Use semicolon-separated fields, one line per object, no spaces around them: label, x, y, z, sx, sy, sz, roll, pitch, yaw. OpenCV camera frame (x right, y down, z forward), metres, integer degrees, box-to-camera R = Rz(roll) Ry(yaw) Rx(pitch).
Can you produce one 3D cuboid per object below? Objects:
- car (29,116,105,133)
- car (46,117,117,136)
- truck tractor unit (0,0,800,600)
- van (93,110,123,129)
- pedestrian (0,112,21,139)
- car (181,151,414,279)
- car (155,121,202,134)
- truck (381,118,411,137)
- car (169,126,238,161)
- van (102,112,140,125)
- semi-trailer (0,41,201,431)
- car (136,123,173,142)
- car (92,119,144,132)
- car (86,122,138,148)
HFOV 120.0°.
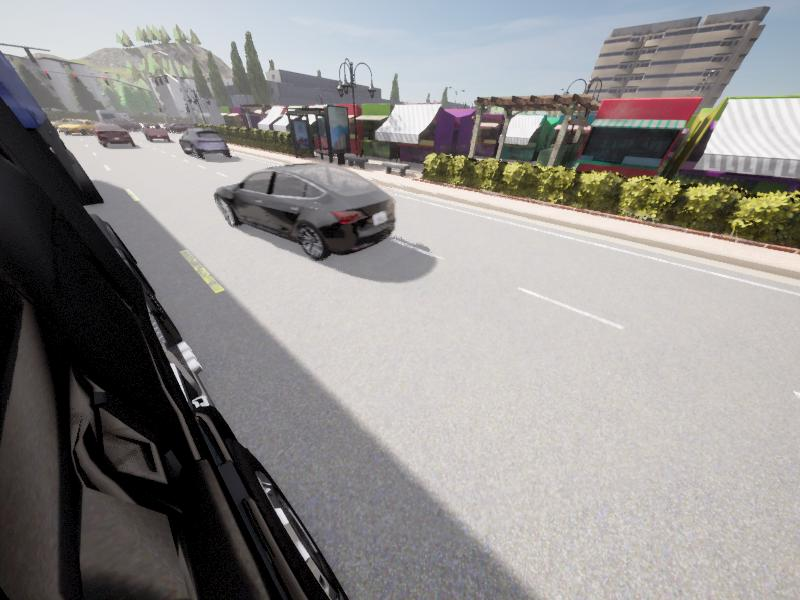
car;-42.610;-22.570;29.768;1.801;1.575;5.366;30;45;31
car;-37.243;-20.466;27.298;1.801;1.575;5.366;-4;37;-8
truck tractor unit;-2.645;-0.295;0.351;6.516;4.208;3.053;28;44;30
van;-54.210;-33.523;42.827;5.915;2.561;1.988;28;43;29
pedestrian;-35.318;-15.457;20.456;0.751;1.860;0.751;10;37;10
car;-2.337;-2.329;5.371;4.792;1.488;2.163;23;41;24
car;-34.802;-27.140;36.451;2.163;1.488;4.792;26;43;28
truck;-1.091;-46.413;62.374;2.891;3.827;8.468;30;44;31
car;-13.579;-10.856;15.923;4.856;1.649;2.033;29;44;30
van;-70.313;-45.925;58.490;2.351;2.431;6.366;-3;37;-8
semi-trailer;-8.682;-3.619;4.239;14.254;4.402;2.717;28;44;30
car;-25.603;-17.494;24.110;3.633;1.501;1.845;31;45;33
car;-41.981;-26.029;34.542;1.812;1.442;4.674;30;45;31
car;-24.004;-13.767;19.227;5.008;1.535;1.882;29;44;30
